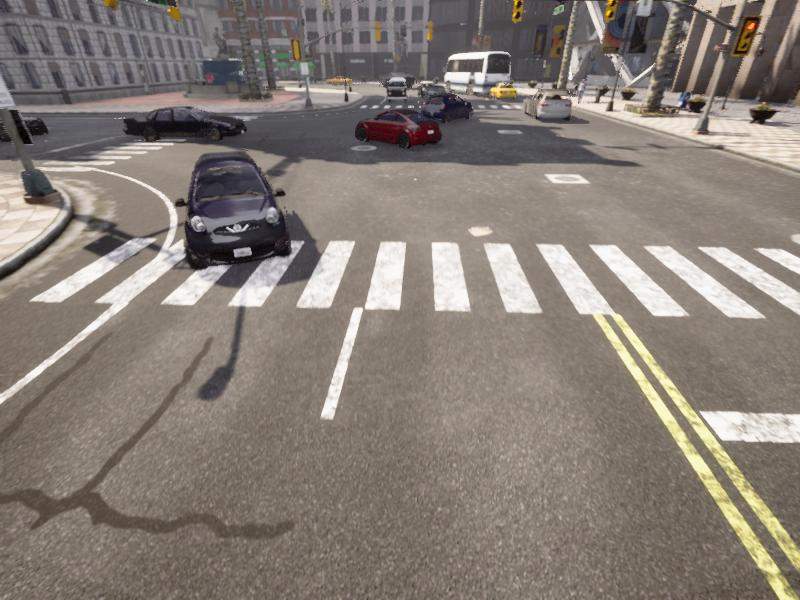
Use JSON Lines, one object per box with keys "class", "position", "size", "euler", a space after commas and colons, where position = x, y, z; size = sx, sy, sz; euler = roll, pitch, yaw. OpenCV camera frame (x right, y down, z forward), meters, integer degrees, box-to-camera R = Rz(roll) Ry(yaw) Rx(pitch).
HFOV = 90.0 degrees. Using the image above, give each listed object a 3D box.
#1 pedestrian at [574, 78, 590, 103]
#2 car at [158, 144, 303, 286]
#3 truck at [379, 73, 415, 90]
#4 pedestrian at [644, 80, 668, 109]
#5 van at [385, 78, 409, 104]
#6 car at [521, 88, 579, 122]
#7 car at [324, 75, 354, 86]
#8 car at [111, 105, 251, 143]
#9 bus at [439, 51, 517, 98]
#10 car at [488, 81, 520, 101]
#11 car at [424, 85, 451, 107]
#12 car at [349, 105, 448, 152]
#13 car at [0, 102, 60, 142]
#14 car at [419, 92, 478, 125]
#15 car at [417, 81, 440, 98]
{"class": "pedestrian", "position": [15.564, -17.912, 34.253], "size": [0.751, 1.860, 0.751], "euler": [8, 31, 13]}
{"class": "car", "position": [-3.218, -1.893, 7.744], "size": [1.845, 1.501, 3.633], "euler": [-12, 32, -19]}
{"class": "truck", "position": [-0.493, -33.384, 60.928], "size": [2.390, 2.098, 6.274], "euler": [-19, 35, -29]}
{"class": "pedestrian", "position": [19.009, -15.277, 29.724], "size": [0.751, 1.860, 0.751], "euler": [1, 30, 2]}
{"class": "van", "position": [-0.215, -19.750, 37.708], "size": [2.069, 2.038, 4.480], "euler": [1, 30, 2]}
{"class": "car", "position": [9.701, -12.903, 26.289], "size": [2.242, 1.667, 4.611], "euler": [2, 30, 3]}
{"class": "car", "position": [-11.136, -40.003, 72.836], "size": [5.366, 1.575, 1.801], "euler": [19, 36, 29]}
{"class": "car", "position": [-10.273, -8.449, 19.134], "size": [5.357, 1.411, 2.033], "euler": [0, 30, 1]}
{"class": "bus", "position": [8.584, -26.286, 46.607], "size": [3.944, 4.253, 10.273], "euler": [-10, 32, -18]}
{"class": "car", "position": [10.502, -21.409, 40.892], "size": [1.801, 1.575, 5.366], "euler": [0, 30, 0]}
{"class": "car", "position": [3.236, -18.110, 35.425], "size": [2.163, 1.488, 4.792], "euler": [1, 30, 2]}
{"class": "car", "position": [-0.135, -7.749, 17.873], "size": [1.994, 1.385, 4.181], "euler": [-27, 39, -37]}
{"class": "car", "position": [-20.088, -8.694, 19.501], "size": [4.974, 1.542, 2.038], "euler": [2, 30, 3]}
{"class": "car", "position": [3.060, -11.947, 24.855], "size": [1.845, 1.501, 3.633], "euler": [23, 38, 34]}
{"class": "car", "position": [3.152, -23.584, 44.777], "size": [1.970, 1.475, 3.806], "euler": [-3, 30, -5]}
